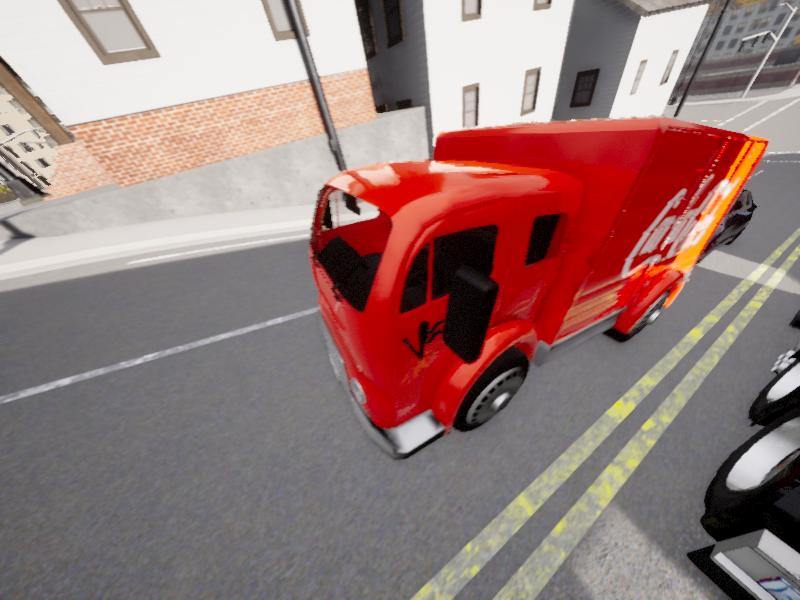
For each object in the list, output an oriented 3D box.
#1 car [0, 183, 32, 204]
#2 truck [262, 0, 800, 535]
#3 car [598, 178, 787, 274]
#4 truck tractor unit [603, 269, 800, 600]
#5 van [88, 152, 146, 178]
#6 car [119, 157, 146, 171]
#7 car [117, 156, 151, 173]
[{"bbox_3d":[-65.011,-16.810,37.397,5.566,2.045,2.150,-27,42,-15],"label":"car"},{"bbox_3d":[1.604,-0.696,2.988,5.204,2.467,2.627,-17,37,-25],"label":"truck"},{"bbox_3d":[7.692,-2.191,6.136,4.193,1.474,1.816,-17,38,-25],"label":"car"},{"bbox_3d":[5.126,-0.277,0.814,6.516,4.208,3.053,-17,38,-25],"label":"truck tractor unit"},{"bbox_3d":[-52.285,-25.048,42.887,2.351,2.431,6.366,7,45,23],"label":"van"},{"bbox_3d":[-47.293,-23.972,40.831,3.988,1.617,1.851,17,49,31],"label":"car"},{"bbox_3d":[-42.320,-21.681,36.883,2.038,1.542,4.974,-28,42,-16],"label":"car"}]
